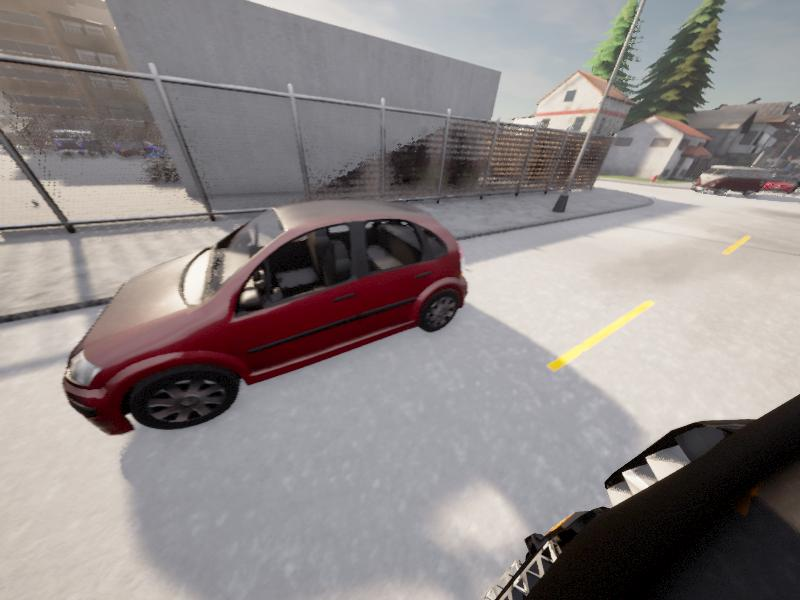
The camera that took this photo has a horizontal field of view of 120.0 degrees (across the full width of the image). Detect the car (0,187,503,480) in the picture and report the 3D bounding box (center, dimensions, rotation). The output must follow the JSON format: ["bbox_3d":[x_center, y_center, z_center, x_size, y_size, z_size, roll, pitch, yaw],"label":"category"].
[{"bbox_3d":[-1.057,-0.278,2.823,3.988,1.617,1.851,-16,38,-26],"label":"car"}]

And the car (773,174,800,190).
[{"bbox_3d":[46.538,-13.932,27.188,4.181,1.385,1.994,-16,38,-26],"label":"car"}]

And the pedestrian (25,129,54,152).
[{"bbox_3d":[-36.650,-16.259,23.527,0.751,1.860,0.751,-23,42,-33],"label":"pedestrian"}]

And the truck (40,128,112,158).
[{"bbox_3d":[-29.953,-14.680,21.633,2.069,2.038,4.478,-16,38,-26],"label":"truck"}]

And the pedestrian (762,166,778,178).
[{"bbox_3d":[70.584,-24.407,44.072,0.751,1.860,0.751,-15,38,-25],"label":"pedestrian"}]

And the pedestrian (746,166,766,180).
[{"bbox_3d":[55.389,-19.775,35.953,0.751,1.860,0.751,-16,38,-26],"label":"pedestrian"}]

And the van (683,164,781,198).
[{"bbox_3d":[26.132,-9.445,18.325,4.442,1.987,1.775,-1,35,-5],"label":"van"}]

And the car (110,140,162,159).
[{"bbox_3d":[-26.468,-15.327,23.435,2.033,1.415,5.357,-16,38,-26],"label":"car"}]

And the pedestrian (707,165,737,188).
[{"bbox_3d":[31.625,-12.169,22.716,0.751,1.860,0.751,24,39,28],"label":"pedestrian"}]

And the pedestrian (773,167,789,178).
[{"bbox_3d":[77.470,-26.017,47.019,0.751,1.860,0.751,-10,36,-19],"label":"pedestrian"}]

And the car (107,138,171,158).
[{"bbox_3d":[-26.189,-15.364,23.382,3.705,1.547,1.789,-16,38,-26],"label":"car"}]

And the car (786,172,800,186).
[{"bbox_3d":[55.899,-16.705,31.926,3.633,1.501,1.845,-16,38,-26],"label":"car"}]

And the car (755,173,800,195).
[{"bbox_3d":[36.720,-11.157,22.127,4.514,1.525,2.007,-16,38,-26],"label":"car"}]

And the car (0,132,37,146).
[{"bbox_3d":[-53.237,-21.991,31.470,2.033,1.411,5.357,-16,38,-26],"label":"car"}]
